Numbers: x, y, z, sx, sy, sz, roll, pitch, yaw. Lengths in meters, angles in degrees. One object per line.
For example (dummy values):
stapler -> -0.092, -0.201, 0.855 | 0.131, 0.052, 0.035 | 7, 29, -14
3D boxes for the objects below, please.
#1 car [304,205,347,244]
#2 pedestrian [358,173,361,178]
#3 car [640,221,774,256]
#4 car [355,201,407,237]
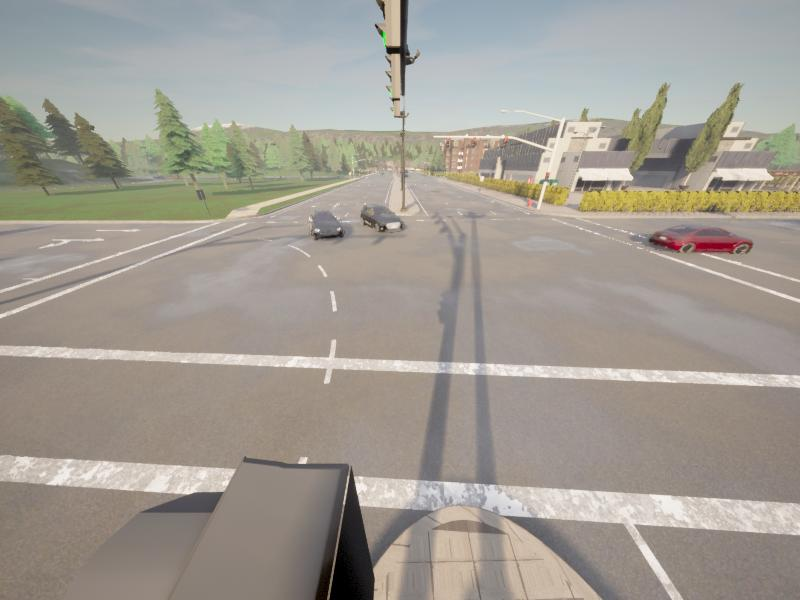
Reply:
car -> -5.345, -5.415, 16.154 | 2.038, 1.542, 4.974 | -11, 32, -21
pedestrian -> -16.428, -50.686, 93.883 | 0.751, 1.860, 0.751 | 2, 30, 3
car -> 16.866, -3.484, 12.972 | 4.181, 1.385, 1.994 | 1, 30, 2
car -> -1.588, -6.344, 17.669 | 2.033, 1.649, 4.856 | -15, 33, -25
